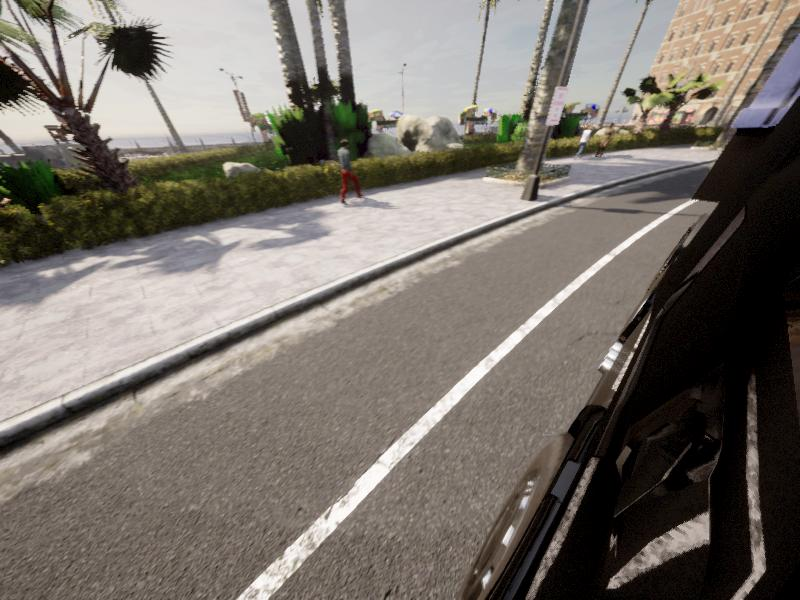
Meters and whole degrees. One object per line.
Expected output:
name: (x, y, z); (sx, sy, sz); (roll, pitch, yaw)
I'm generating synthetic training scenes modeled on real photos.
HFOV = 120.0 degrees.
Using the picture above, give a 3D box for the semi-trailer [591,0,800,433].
semi-trailer: (9.153, -3.232, 3.748); (14.254, 4.402, 2.717); (-22, 41, -25)

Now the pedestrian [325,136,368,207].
pedestrian: (-1.647, -4.080, 7.373); (0.751, 1.860, 0.751); (24, 44, 31)

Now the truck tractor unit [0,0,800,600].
truck tractor unit: (2.645, -0.295, 0.352); (6.516, 4.208, 3.053); (-28, 44, -30)

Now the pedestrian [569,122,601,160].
pedestrian: (11.377, -9.775, 14.261); (0.751, 1.860, 0.751); (-23, 41, -25)

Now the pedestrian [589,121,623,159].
pedestrian: (12.697, -9.864, 14.304); (0.751, 1.860, 0.751); (-24, 42, -26)
